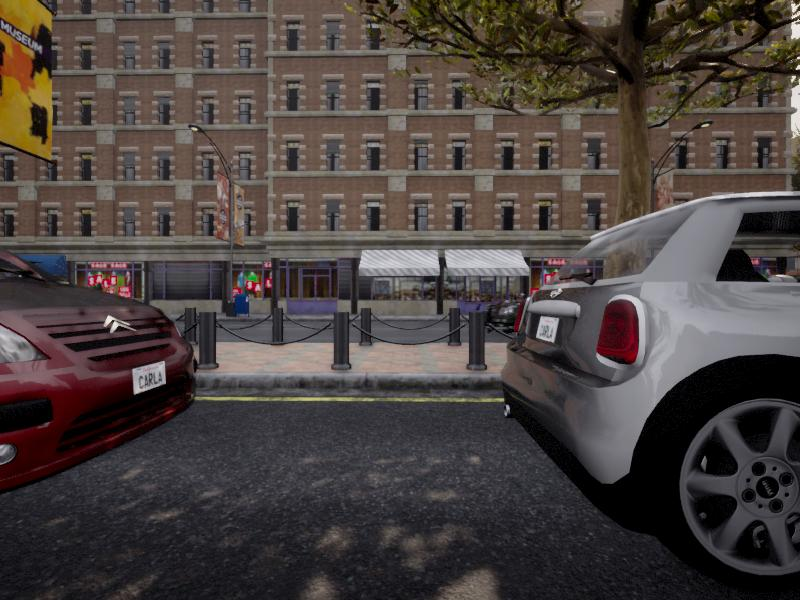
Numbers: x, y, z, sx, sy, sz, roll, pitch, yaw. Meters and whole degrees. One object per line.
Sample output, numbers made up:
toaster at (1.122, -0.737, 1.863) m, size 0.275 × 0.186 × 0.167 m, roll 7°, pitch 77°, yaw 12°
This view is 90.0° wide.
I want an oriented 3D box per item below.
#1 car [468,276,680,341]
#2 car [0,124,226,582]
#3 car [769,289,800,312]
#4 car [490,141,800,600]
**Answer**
car at (4.558, 0.230, 10.876) m, size 4.974 × 1.542 × 2.038 m, roll 0°, pitch 0°, yaw -8°
car at (-3.390, 0.188, 2.287) m, size 3.988 × 1.617 × 1.851 m, roll 0°, pitch 0°, yaw 1°
car at (34.530, 0.046, 34.527) m, size 1.905 × 1.878 × 3.866 m, roll 0°, pitch 0°, yaw 2°
car at (2.600, 0.253, 2.173) m, size 3.806 × 1.475 × 1.970 m, roll 0°, pitch 0°, yaw 1°
